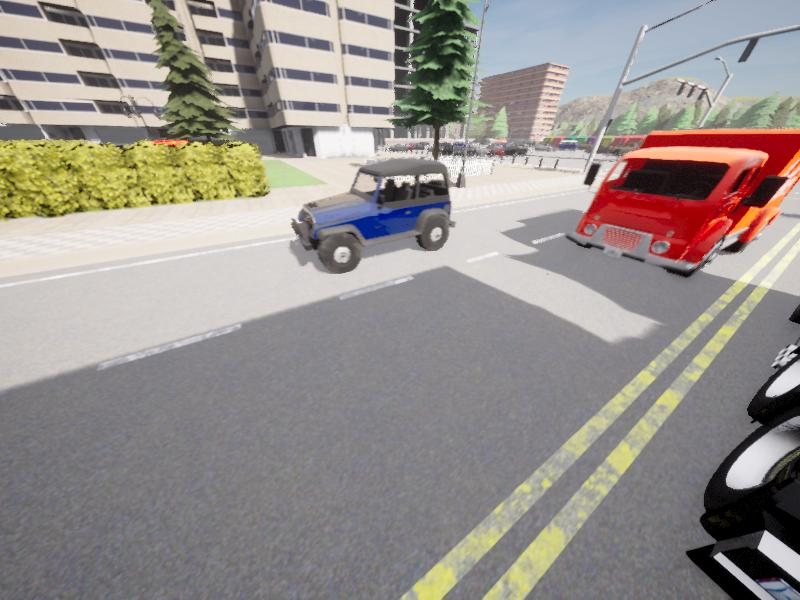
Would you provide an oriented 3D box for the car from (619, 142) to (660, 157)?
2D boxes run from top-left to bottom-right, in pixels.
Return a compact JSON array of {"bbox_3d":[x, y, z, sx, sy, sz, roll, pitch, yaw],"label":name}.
[{"bbox_3d":[39.053,-24.651,37.801,1.905,1.878,3.866,-18,39,-24],"label":"car"}]

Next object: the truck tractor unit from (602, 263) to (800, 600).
[{"bbox_3d":[5.108,-0.304,0.783,6.516,4.208,3.053,-18,39,-24],"label":"truck tractor unit"}]

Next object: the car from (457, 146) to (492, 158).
[{"bbox_3d":[11.859,-23.940,37.260,2.033,1.411,5.357,-18,39,-24],"label":"car"}]

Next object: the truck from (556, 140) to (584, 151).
[{"bbox_3d":[40.189,-36.637,54.858,2.069,2.038,4.478,-18,39,-24],"label":"truck"}]

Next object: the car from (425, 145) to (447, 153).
[{"bbox_3d":[7.599,-32.096,49.028,1.895,1.301,4.718,-18,39,-24],"label":"car"}]

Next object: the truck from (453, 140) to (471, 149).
[{"bbox_3d":[17.076,-43.258,64.190,2.069,2.038,4.478,-18,39,-24],"label":"truck"}]

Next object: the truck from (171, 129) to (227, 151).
[{"bbox_3d":[-44.632,-35.888,51.754,8.468,3.827,2.891,-18,39,-24],"label":"truck"}]

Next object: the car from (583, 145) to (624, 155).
[{"bbox_3d":[38.192,-28.426,43.625,2.033,1.415,5.357,-18,39,-24],"label":"car"}]

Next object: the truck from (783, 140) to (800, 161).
[{"bbox_3d":[59.912,-21.867,33.712,5.204,2.467,2.627,-17,38,-23],"label":"truck"}]

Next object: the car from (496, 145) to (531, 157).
[{"bbox_3d":[18.922,-24.990,38.697,1.882,1.535,5.008,-18,39,-24],"label":"car"}]

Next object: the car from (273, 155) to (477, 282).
[{"bbox_3d":[-0.475,-2.154,5.425,3.866,1.878,1.905,-19,39,-24],"label":"car"}]

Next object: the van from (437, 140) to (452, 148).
[{"bbox_3d":[14.900,-52.594,77.787,4.480,2.038,2.069,-18,39,-25],"label":"van"}]

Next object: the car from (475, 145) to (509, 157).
[{"bbox_3d":[15.162,-24.699,38.300,2.163,1.488,4.792,-18,39,-24],"label":"car"}]

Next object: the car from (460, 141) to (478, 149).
[{"bbox_3d":[19.549,-44.032,65.485,1.932,1.855,4.605,-18,39,-24],"label":"car"}]

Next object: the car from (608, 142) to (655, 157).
[{"bbox_3d":[36.517,-23.864,36.646,1.932,1.855,4.605,-18,39,-24],"label":"car"}]

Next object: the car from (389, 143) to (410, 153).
[{"bbox_3d":[-0.184,-31.911,48.502,2.038,1.542,4.974,-18,39,-24],"label":"car"}]

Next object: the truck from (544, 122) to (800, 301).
[{"bbox_3d":[6.586,-2.377,5.307,5.204,2.467,2.627,-18,39,-24],"label":"truck"}]

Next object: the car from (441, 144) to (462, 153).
[{"bbox_3d":[11.052,-32.727,49.834,1.812,1.442,4.674,-19,39,-25],"label":"car"}]

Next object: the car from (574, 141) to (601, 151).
[{"bbox_3d":[47.282,-38.904,58.335,1.932,1.855,4.605,-18,39,-24],"label":"car"}]

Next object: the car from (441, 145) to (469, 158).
[{"bbox_3d":[8.538,-23.324,36.163,1.851,1.617,3.988,-18,39,-24],"label":"car"}]
